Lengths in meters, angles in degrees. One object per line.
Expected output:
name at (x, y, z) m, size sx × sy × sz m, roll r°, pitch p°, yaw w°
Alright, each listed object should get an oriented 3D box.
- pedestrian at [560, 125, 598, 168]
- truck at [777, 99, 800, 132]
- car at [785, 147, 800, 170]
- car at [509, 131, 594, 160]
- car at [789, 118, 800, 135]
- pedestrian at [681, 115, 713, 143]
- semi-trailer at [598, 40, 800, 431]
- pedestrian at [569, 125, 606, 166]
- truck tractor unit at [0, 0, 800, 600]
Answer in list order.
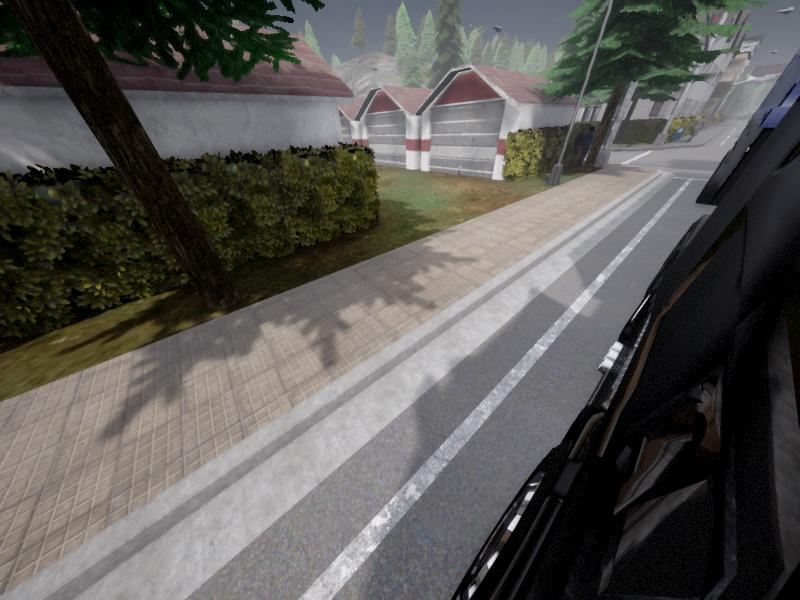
pedestrian at (9.550, -8.241, 12.432) m, size 0.751 × 1.860 × 0.751 m, roll -11°, pitch 38°, yaw -11°
truck at (50.093, -22.912, 27.926) m, size 8.468 × 3.827 × 2.891 m, roll -28°, pitch 44°, yaw -30°
car at (20.744, -6.336, 9.879) m, size 1.994 × 1.385 × 4.181 m, roll -29°, pitch 44°, yaw -29°
car at (11.894, -12.493, 18.557) m, size 2.152 × 1.651 × 5.027 m, roll -29°, pitch 44°, yaw -31°
car at (43.333, -18.340, 24.155) m, size 4.974 × 1.542 × 2.038 m, roll -28°, pitch 44°, yaw -30°
pedestrian at (25.238, -14.555, 19.662) m, size 0.751 × 1.860 × 0.751 m, roll -21°, pitch 41°, yaw -23°
semi-trailer at (8.677, -3.621, 4.247) m, size 14.254 × 4.402 × 2.717 m, roll -28°, pitch 44°, yaw -30°
pedestrian at (10.648, -8.783, 13.183) m, size 0.751 × 1.860 × 0.751 m, roll -20°, pitch 40°, yaw -22°
truck tractor unit at (2.645, -0.295, 0.352) m, size 6.516 × 4.208 × 3.053 m, roll -28°, pitch 44°, yaw -30°
